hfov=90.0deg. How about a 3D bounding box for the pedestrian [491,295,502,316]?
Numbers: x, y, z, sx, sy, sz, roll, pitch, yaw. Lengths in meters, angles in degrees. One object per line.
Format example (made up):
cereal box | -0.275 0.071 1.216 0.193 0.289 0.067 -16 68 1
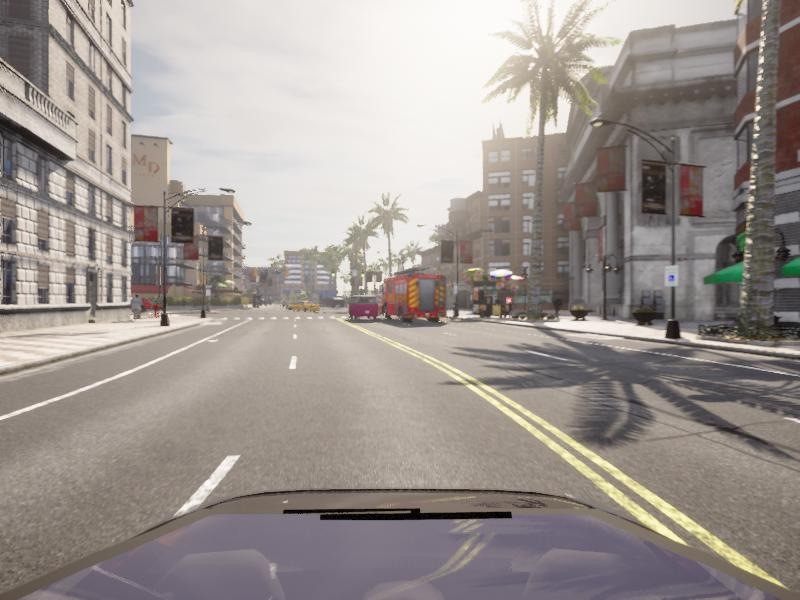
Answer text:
pedestrian | 8.674 0.479 36.012 0.751 1.860 0.751 0 0 31

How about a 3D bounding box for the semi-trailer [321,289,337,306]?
semi-trailer | -18.857 -0.612 106.021 2.717 4.402 14.254 0 0 -16

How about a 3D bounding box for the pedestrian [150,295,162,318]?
pedestrian | -19.785 0.496 32.448 0.751 1.860 0.751 0 0 -24

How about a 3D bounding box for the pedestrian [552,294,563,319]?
pedestrian | 12.022 0.479 30.515 0.751 1.860 0.751 0 0 26

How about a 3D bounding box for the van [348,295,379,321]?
van | -3.021 0.600 32.071 1.775 1.987 4.442 0 0 -15

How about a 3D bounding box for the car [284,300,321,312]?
car | -13.397 0.808 54.922 5.366 1.575 1.801 0 0 34

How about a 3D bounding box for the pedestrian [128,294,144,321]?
pedestrian | -18.071 0.495 27.413 0.751 1.860 0.751 0 0 -18

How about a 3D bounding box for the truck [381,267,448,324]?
truck | 0.817 -0.322 31.273 2.891 3.827 8.468 0 0 -15
